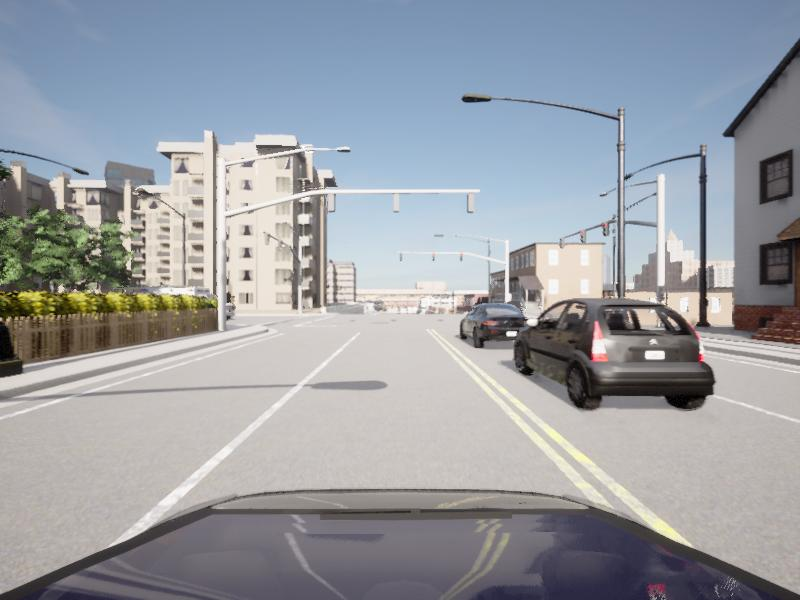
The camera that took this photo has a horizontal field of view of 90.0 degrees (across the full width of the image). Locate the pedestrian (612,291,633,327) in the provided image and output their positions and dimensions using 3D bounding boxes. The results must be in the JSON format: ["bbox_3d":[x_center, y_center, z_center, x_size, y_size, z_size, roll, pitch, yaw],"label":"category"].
[{"bbox_3d":[11.735,0.488,21.135,0.751,1.860,0.751,0,0,6],"label":"pedestrian"}]

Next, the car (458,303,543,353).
[{"bbox_3d":[3.352,0.851,14.316,1.812,1.442,4.674,0,0,0],"label":"car"}]

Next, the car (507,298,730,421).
[{"bbox_3d":[3.406,0.778,7.250,1.851,1.617,3.988,0,0,0],"label":"car"}]

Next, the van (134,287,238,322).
[{"bbox_3d":[-15.563,0.340,29.415,6.366,2.431,2.351,0,0,0],"label":"van"}]
